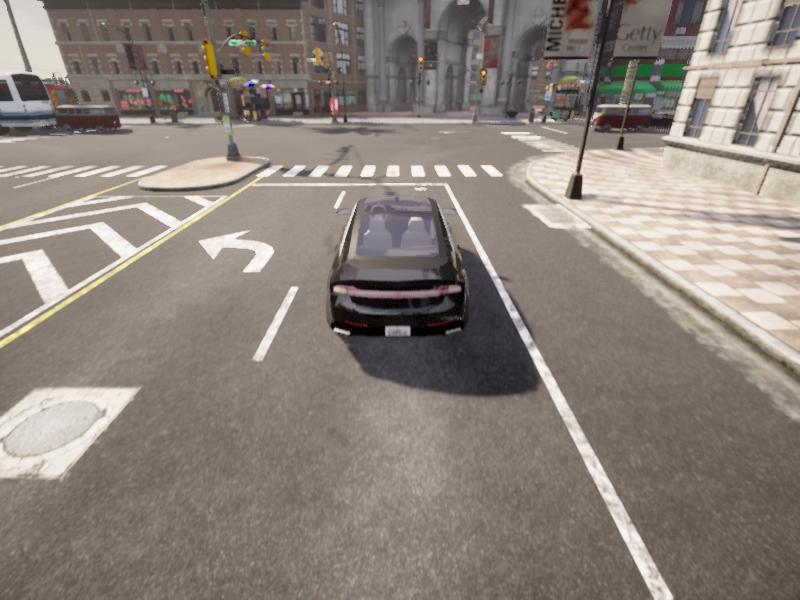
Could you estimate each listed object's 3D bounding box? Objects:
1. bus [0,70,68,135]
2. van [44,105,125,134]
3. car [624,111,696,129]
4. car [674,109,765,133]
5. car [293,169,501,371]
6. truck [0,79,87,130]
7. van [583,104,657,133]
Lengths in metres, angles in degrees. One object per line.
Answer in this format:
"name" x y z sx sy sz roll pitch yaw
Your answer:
"bus" -33.221 -15.286 31.069 10.273 4.253 3.944 0 28 0
"van" -24.866 -14.345 31.694 4.442 1.987 1.775 0 28 0
"car" 22.582 -15.686 34.887 4.718 1.301 1.895 0 28 1
"car" 25.188 -14.208 31.691 5.238 1.638 1.930 0 28 1
"car" -0.046 -0.958 6.614 2.128 1.511 4.902 0 28 0
"truck" -32.840 -16.782 34.380 8.468 3.827 2.891 0 28 0
"van" 17.293 -14.368 31.641 4.442 1.987 1.775 0 28 0
